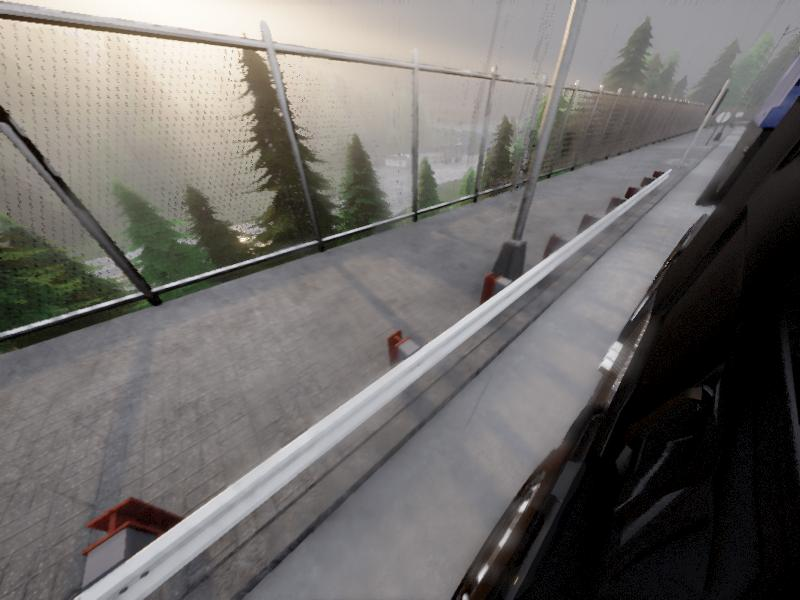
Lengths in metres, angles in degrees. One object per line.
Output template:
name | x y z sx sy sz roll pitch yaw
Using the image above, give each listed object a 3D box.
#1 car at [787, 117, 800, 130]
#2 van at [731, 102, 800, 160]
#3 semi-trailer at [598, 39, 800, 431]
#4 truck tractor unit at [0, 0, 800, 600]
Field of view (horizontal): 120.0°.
car | 57.048 -24.873 32.531 4.181 1.385 1.994 -28 43 -30
van | 23.371 -10.600 14.389 5.915 2.561 1.988 -28 43 -30
semi-trailer | 8.696 -3.586 4.257 14.254 4.402 2.717 -28 43 -30
truck tractor unit | 2.645 -0.295 0.351 6.516 4.208 3.053 -28 44 -30
